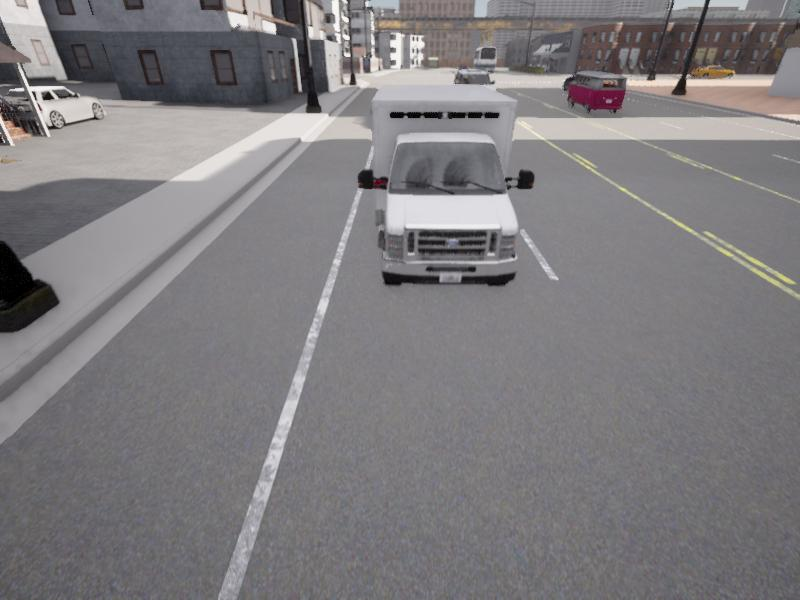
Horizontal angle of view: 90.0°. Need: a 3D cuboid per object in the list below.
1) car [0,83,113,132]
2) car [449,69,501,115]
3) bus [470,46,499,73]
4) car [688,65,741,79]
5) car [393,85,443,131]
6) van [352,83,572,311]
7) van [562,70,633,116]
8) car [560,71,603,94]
[{"bbox_3d":[-14.701,-8.295,17.076,1.970,1.475,3.806,0,32,1],"label":"car"},{"bbox_3d":[4.343,-12.712,24.201,2.150,2.045,5.566,0,32,0],"label":"car"},{"bbox_3d":[16.300,-46.682,77.802,3.944,4.253,10.273,2,31,3],"label":"bus"},{"bbox_3d":[40.663,-29.531,51.862,5.008,1.535,1.882,1,31,2],"label":"car"},{"bbox_3d":[0.799,-9.611,19.792,2.128,1.511,4.902,0,32,0],"label":"car"},{"bbox_3d":[0.690,-2.557,7.631,2.351,2.431,6.366,0,32,0],"label":"van"},{"bbox_3d":[11.331,-12.139,23.347,1.775,1.987,4.442,0,32,0],"label":"van"},{"bbox_3d":[14.922,-18.062,33.179,1.845,1.501,3.633,0,32,0],"label":"car"}]
